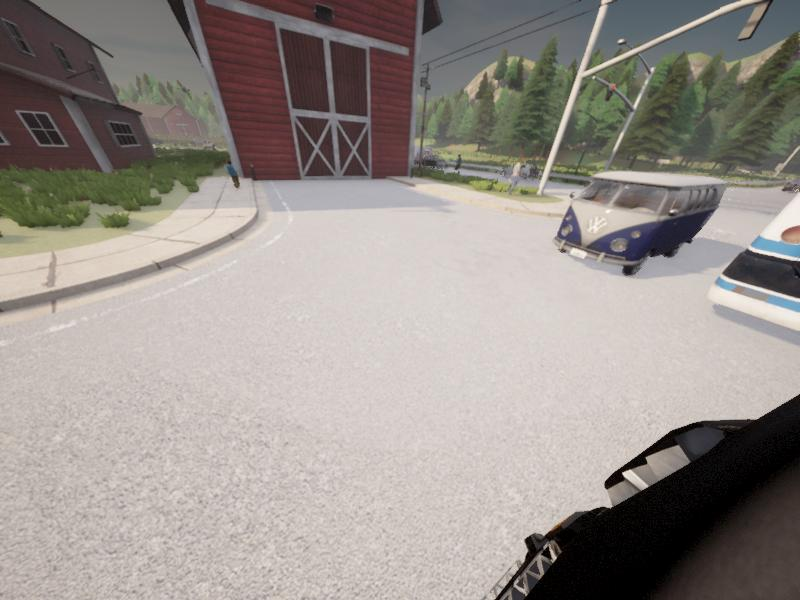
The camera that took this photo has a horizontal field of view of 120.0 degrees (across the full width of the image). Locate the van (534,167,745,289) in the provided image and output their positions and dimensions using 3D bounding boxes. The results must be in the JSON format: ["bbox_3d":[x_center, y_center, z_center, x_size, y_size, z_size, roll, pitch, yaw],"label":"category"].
[{"bbox_3d":[5.848,-2.028,5.718,4.442,1.987,1.775,-15,38,-26],"label":"van"}]

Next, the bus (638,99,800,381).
[{"bbox_3d":[9.923,-1.944,3.908,10.273,4.253,3.944,-17,39,-25],"label":"bus"}]

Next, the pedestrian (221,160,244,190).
[{"bbox_3d":[-7.274,-5.445,10.079,0.500,1.100,0.500,-15,37,-25],"label":"pedestrian"}]

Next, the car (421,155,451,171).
[{"bbox_3d":[4.514,-17.588,29.578,1.789,1.549,3.705,-15,37,-25],"label":"car"}]

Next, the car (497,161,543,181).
[{"bbox_3d":[12.340,-13.463,24.007,1.845,1.501,3.633,-15,38,-25],"label":"car"}]

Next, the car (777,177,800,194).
[{"bbox_3d":[43.656,-12.409,25.068,5.357,1.411,2.033,-16,38,-26],"label":"car"}]

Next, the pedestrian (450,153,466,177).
[{"bbox_3d":[5.305,-12.433,21.251,0.751,1.860,0.751,-15,37,-25],"label":"pedestrian"}]

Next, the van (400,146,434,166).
[{"bbox_3d":[2.647,-23.897,38.160,2.351,2.431,6.366,-15,38,-25],"label":"van"}]

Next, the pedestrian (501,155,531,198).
[{"bbox_3d":[5.999,-6.440,12.060,0.751,1.860,0.751,5,34,3],"label":"pedestrian"}]
